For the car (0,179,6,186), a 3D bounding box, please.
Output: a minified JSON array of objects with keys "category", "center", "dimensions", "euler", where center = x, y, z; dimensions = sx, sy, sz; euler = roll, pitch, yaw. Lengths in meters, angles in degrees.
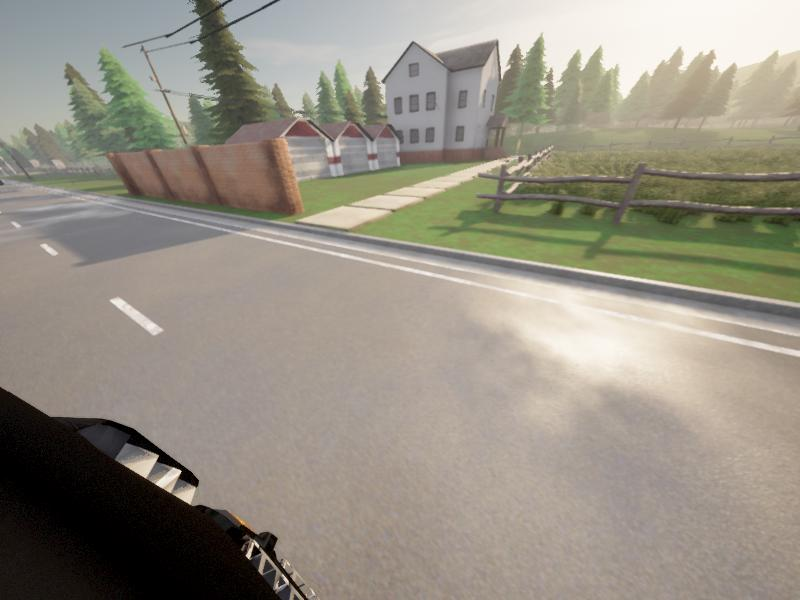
[{"category":"car","center":[-57.695,-16.943,31.946],"dimensions":[5.566,2.045,2.150],"euler":[16,38,26]}]
